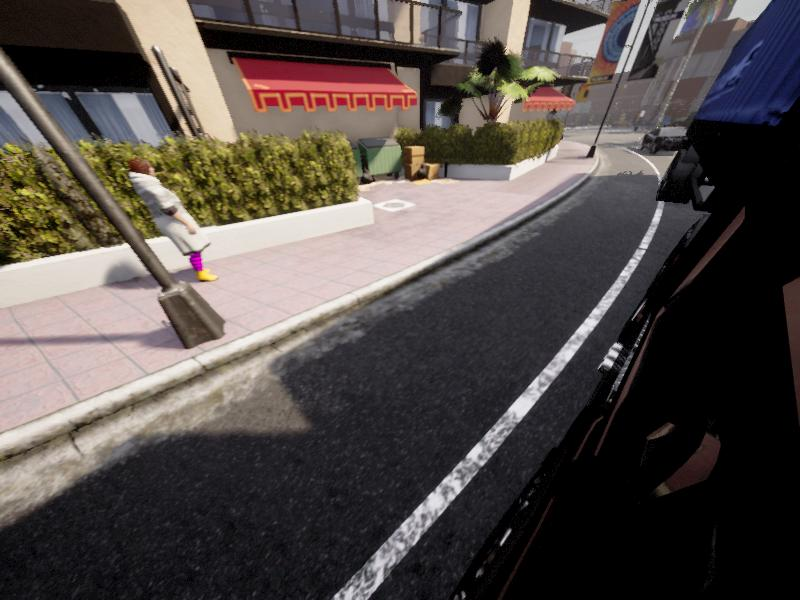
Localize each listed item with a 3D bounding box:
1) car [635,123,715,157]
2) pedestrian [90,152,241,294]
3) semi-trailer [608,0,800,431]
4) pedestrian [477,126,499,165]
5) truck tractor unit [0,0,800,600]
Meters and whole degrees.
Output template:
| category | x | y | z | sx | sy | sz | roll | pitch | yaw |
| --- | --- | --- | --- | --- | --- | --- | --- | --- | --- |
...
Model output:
| category | x | y | z | sx | sy | sz | roll | pitch | yaw |
| --- | --- | --- | --- | --- | --- | --- | --- | --- | --- |
| car | 18.942 | -11.390 | 16.313 | 1.930 | 1.638 | 5.238 | 16 | 41 | 23 |
| pedestrian | -3.456 | -1.159 | 3.591 | 0.751 | 1.860 | 0.751 | 23 | 44 | 30 |
| semi-trailer | 8.194 | -3.908 | 4.666 | 2.717 | 4.402 | 14.254 | 28 | 46 | 34 |
| pedestrian | 5.193 | -9.120 | 13.692 | 0.751 | 1.860 | 0.751 | 19 | 42 | 27 |
| truck tractor unit | 2.645 | -0.295 | 0.351 | 6.516 | 4.208 | 3.053 | -28 | 44 | -30 |
